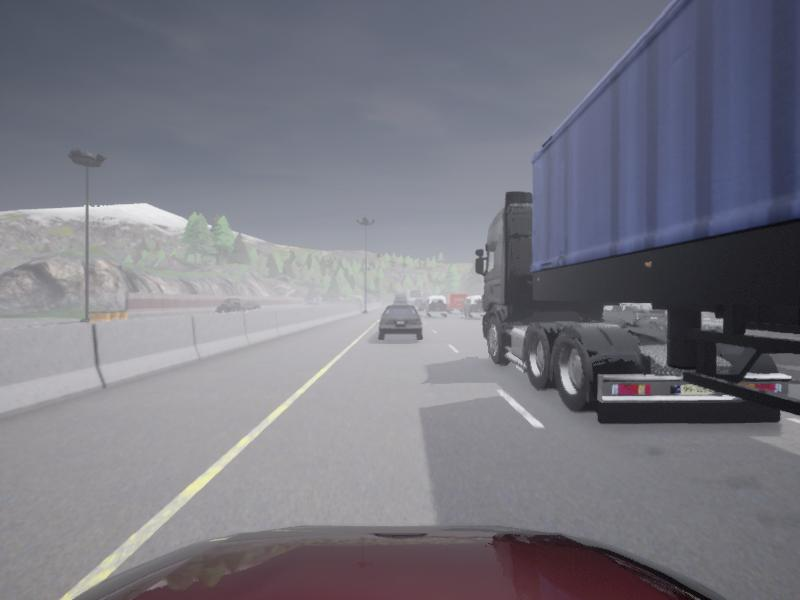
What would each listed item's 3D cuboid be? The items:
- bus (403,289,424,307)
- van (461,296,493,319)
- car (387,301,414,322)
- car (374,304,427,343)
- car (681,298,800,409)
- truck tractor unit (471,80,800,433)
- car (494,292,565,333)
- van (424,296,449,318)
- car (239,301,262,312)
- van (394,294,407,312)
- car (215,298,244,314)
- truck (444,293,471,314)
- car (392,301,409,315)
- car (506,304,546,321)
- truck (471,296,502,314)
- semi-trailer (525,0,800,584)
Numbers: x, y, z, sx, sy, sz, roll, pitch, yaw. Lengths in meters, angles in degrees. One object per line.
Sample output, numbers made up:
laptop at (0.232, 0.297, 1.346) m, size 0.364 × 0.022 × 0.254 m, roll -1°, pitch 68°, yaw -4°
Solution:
bus at (3.205, -0.373, 98.755) m, size 3.944 × 4.253 × 10.273 m, roll 0°, pitch 0°, yaw -4°
van at (7.049, 0.637, 37.100) m, size 2.069 × 2.038 × 4.480 m, roll 0°, pitch 0°, yaw 0°
car at (0.046, 0.888, 33.007) m, size 2.038 × 1.542 × 4.974 m, roll 0°, pitch 0°, yaw 0°
car at (0.027, 0.925, 17.859) m, size 2.033 × 1.411 × 5.357 m, roll 0°, pitch 0°, yaw 0°
car at (7.009, 0.790, 5.929) m, size 2.152 × 1.651 × 5.027 m, roll 0°, pitch 0°, yaw 0°
truck tractor unit at (3.582, -0.512, 8.062) m, size 3.053 × 4.208 × 6.516 m, roll 0°, pitch 0°, yaw -1°
car at (7.033, 0.608, 22.472) m, size 2.150 × 2.045 × 5.566 m, roll 0°, pitch 0°, yaw 0°
van at (3.553, 0.638, 39.652) m, size 2.069 × 2.038 × 4.480 m, roll 0°, pitch 0°, yaw 0°
car at (-20.926, 0.909, 56.234) m, size 1.789 × 1.549 × 3.705 m, roll 0°, pitch 0°, yaw 0°
van at (0.086, 0.426, 61.850) m, size 1.988 × 2.561 × 5.915 m, roll 0°, pitch 0°, yaw 0°
car at (-20.935, 0.728, 49.299) m, size 1.905 × 1.878 × 3.866 m, roll 0°, pitch 0°, yaw 0°
truck at (7.068, 0.443, 50.130) m, size 2.627 × 2.467 × 5.204 m, roll 0°, pitch 0°, yaw 0°
car at (0.065, 0.906, 47.943) m, size 2.038 × 1.542 × 4.974 m, roll 0°, pitch 0°, yaw 0°
car at (10.543, 1.001, 33.732) m, size 1.895 × 1.301 × 4.718 m, roll 0°, pitch 0°, yaw 0°
truck at (10.567, 0.625, 49.474) m, size 2.390 × 2.098 × 6.274 m, roll 0°, pitch 0°, yaw 0°
semi-trailer at (3.570, -0.621, 0.140) m, size 2.717 × 4.402 × 14.254 m, roll 0°, pitch 0°, yaw 0°
